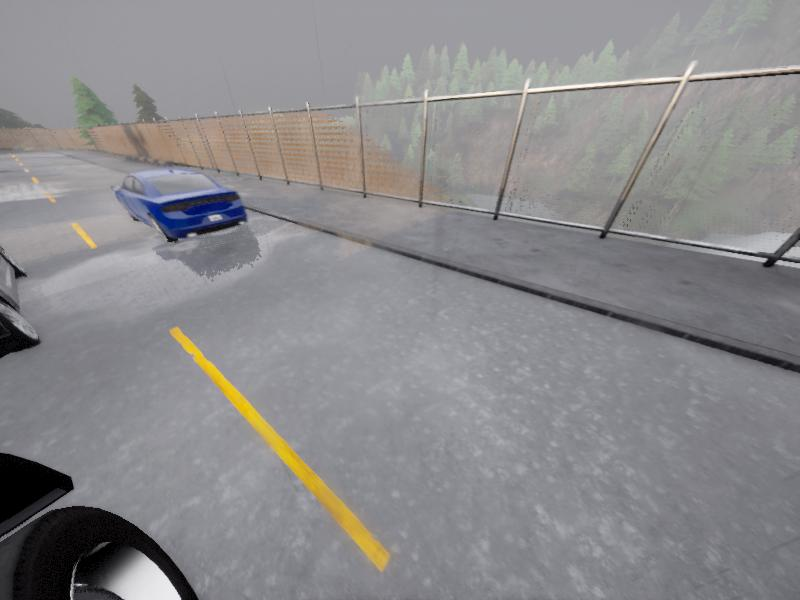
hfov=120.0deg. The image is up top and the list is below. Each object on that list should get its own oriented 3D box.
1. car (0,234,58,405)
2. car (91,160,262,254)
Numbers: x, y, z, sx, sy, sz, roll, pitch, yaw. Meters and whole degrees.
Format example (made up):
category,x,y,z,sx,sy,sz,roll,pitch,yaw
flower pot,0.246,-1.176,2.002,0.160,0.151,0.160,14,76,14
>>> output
category,x,y,z,sx,sy,sz,roll,pitch,yaw
car,-6.548,-0.192,2.710,5.238,1.638,1.930,22,41,28
car,-6.562,-2.979,6.743,5.008,1.535,1.882,22,41,28
